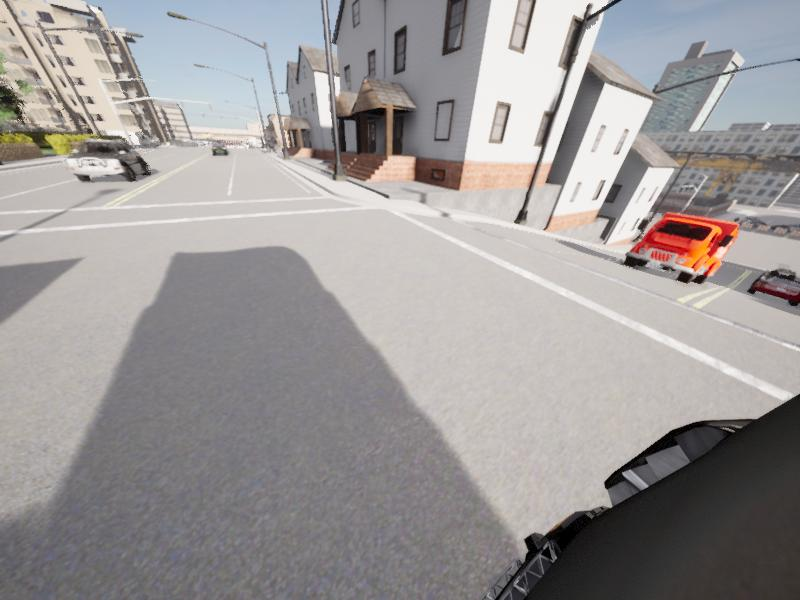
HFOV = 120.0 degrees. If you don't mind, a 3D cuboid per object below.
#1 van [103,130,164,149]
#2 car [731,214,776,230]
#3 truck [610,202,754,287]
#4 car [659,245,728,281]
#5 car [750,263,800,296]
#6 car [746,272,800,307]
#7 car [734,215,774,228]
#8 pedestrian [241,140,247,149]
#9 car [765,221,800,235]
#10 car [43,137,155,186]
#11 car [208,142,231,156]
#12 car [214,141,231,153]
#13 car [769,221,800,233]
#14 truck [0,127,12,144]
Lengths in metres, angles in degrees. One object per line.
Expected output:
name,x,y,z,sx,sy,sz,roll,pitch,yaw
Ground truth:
van,-47.619,-28.867,41.574,6.366,2.431,2.351,-15,38,-25
car,69.742,-15.474,45.690,2.038,1.542,4.974,10,34,10
truck,12.500,-2.319,10.278,5.204,2.467,2.627,-3,31,-34
car,18.236,-2.240,14.317,4.193,1.474,1.816,-3,31,-33
car,34.968,-1.981,21.339,4.605,1.855,1.932,-10,35,-30
car,25.366,-0.743,15.450,4.181,1.385,1.994,-3,31,-34
car,69.761,-15.633,45.645,1.853,1.218,4.536,10,34,10
pedestrian,-37.729,-37.657,55.890,0.751,1.860,0.751,-10,36,-18
car,72.024,-13.180,42.409,4.974,1.542,2.038,16,36,18
car,-15.534,-7.520,12.387,1.932,1.855,4.605,-16,38,-26
car,-26.695,-22.459,34.352,2.038,1.542,4.974,-16,38,-26
car,-32.329,-27.847,41.981,1.851,1.617,3.988,-20,40,-30
car,72.078,-13.298,42.306,4.536,1.218,1.853,16,36,18
truck,-64.702,-24.809,32.882,8.468,3.827,2.891,-15,38,-25
